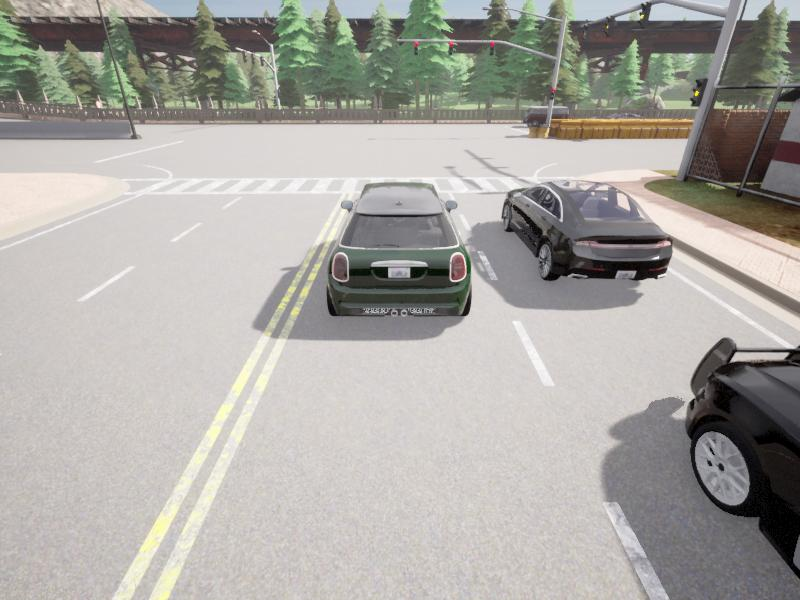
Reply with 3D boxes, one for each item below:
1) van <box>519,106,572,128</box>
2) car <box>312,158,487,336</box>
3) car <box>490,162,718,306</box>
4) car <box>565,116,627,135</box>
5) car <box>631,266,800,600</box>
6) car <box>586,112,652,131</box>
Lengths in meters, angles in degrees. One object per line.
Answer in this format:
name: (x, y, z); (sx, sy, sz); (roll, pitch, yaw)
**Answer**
van: (14.743, -18.663, 40.789); (4.442, 1.987, 1.775); (-1, 27, -2)
car: (-0.013, -1.317, 7.219); (2.097, 1.767, 4.553); (0, 27, 0)
car: (3.489, -1.693, 8.262); (2.128, 1.511, 4.902); (0, 27, 0)
car: (16.946, -15.222, 34.764); (4.181, 1.385, 1.994); (-1, 27, -2)
car: (3.501, 1.618, 1.672); (1.930, 1.638, 5.238); (0, 27, 0)
car: (20.690, -16.942, 37.958); (4.902, 1.511, 2.128); (-1, 27, -2)
